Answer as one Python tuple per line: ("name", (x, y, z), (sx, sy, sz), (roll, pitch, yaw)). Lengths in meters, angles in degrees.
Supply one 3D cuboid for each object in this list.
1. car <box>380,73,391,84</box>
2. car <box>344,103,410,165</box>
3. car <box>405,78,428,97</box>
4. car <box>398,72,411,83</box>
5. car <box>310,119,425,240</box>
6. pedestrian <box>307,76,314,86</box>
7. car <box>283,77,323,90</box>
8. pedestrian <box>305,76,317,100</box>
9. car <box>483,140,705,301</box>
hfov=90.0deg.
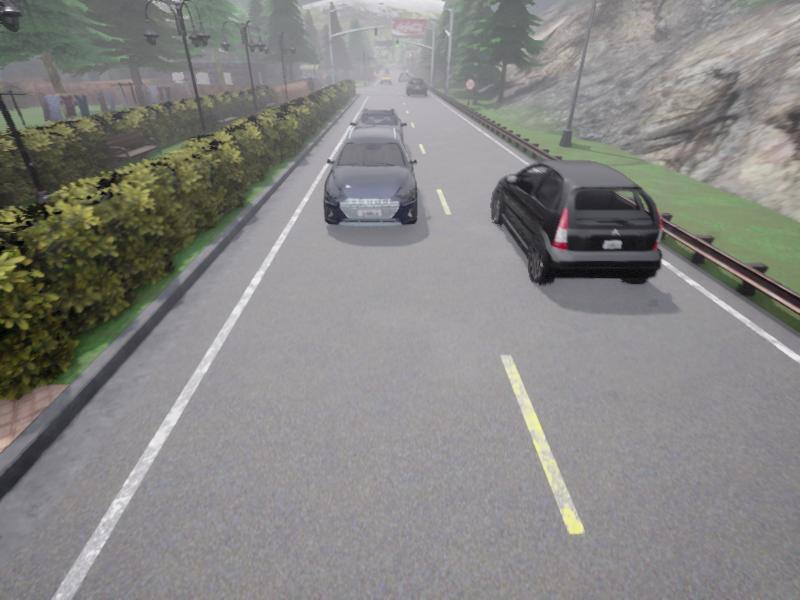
("car", (-2.400, -38.050, 68.705), (1.801, 1.575, 5.366), (0, 31, -2))
("car", (-0.814, -6.577, 15.537), (2.128, 1.511, 4.902), (0, 31, -2))
("car", (1.797, -23.813, 44.681), (2.242, 1.667, 4.611), (-1, 31, -2))
("car", (0.820, -43.463, 78.133), (2.242, 1.667, 4.611), (0, 31, -2))
("car", (-0.638, -3.125, 9.569), (2.033, 1.649, 4.856), (0, 31, -2))
("pedestrian", (-13.429, -32.862, 60.026), (0.751, 1.300, 0.751), (6, 31, 9))
("car", (-13.023, -29.265, 54.102), (4.892, 1.490, 1.837), (1, 31, 0))
("pedestrian", (-7.913, -18.996, 35.774), (0.751, 1.860, 0.751), (0, 31, -1))
("car", (2.936, -1.705, 7.252), (1.851, 1.617, 3.988), (0, 31, -2))
